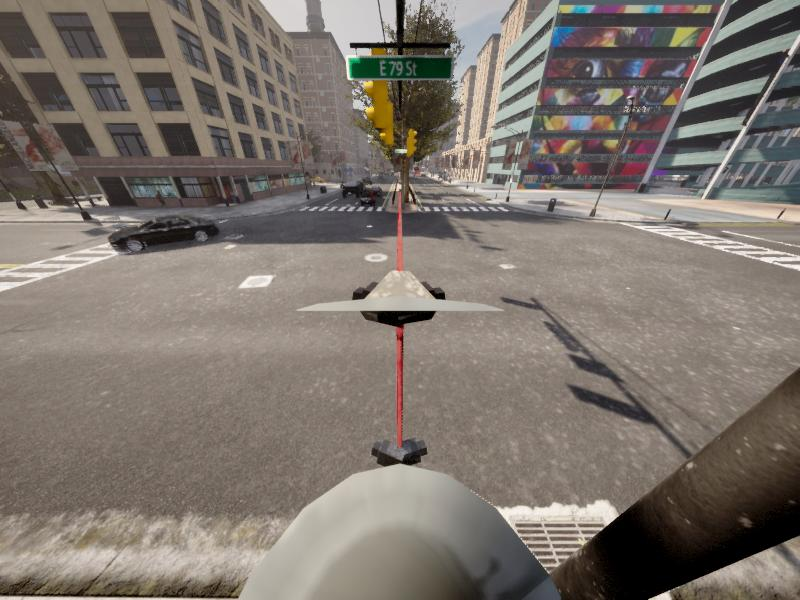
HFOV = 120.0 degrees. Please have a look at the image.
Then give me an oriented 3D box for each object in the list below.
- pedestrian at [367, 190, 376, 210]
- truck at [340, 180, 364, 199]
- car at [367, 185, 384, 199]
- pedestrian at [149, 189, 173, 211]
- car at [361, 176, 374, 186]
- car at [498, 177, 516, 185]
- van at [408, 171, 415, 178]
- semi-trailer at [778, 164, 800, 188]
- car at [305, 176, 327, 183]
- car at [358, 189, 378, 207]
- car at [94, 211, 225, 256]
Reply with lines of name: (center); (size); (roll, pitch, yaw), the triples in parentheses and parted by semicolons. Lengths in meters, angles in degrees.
pedestrian: (-2.966, -10.582, 24.425); (0.751, 1.860, 0.751); (0, 30, -1)
truck: (-7.183, -17.091, 35.510); (2.390, 2.098, 6.274); (0, 30, 0)
car: (-3.699, -16.589, 35.344); (2.033, 1.411, 5.357); (0, 30, 0)
pedestrian: (-23.815, -9.987, 23.090); (0.751, 1.860, 0.751); (-1, 30, -2)
car: (-8.107, -29.487, 57.208); (1.905, 1.878, 3.866); (-13, 32, -21)
car: (27.196, -30.383, 58.961); (2.161, 1.482, 4.786); (0, 30, 0)
van: (4.490, -50.504, 93.045); (2.351, 2.431, 6.366); (0, 30, 0)
semi-trailer: (88.714, -24.665, 46.296); (2.717, 4.402, 14.254); (2, 30, 3)
car: (-23.827, -34.247, 65.742); (5.366, 1.575, 1.801); (-1, 30, -2)
car: (-3.718, -12.396, 27.869); (1.851, 1.617, 3.988); (0, 30, 0)
car: (-13.668, -4.106, 13.625); (4.892, 1.490, 1.837); (-23, 38, -35)
